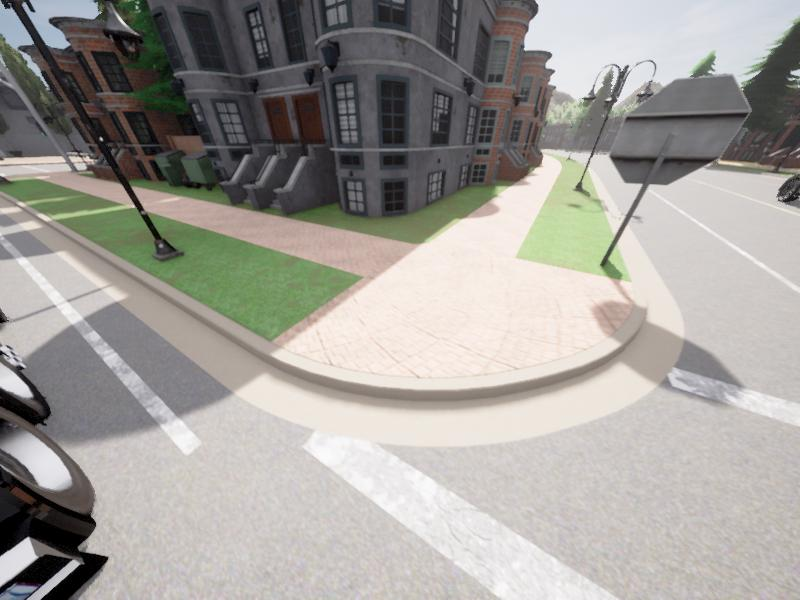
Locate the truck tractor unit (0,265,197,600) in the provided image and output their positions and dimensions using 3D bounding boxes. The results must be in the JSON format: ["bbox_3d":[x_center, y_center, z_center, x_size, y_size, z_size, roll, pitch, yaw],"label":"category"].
[{"bbox_3d":[-5.107,-0.306,0.777,6.516,4.208,3.053,18,39,24],"label":"truck tractor unit"}]

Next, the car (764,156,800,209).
[{"bbox_3d":[16.819,-4.027,8.034,2.150,2.045,5.566,20,39,26],"label":"car"}]
